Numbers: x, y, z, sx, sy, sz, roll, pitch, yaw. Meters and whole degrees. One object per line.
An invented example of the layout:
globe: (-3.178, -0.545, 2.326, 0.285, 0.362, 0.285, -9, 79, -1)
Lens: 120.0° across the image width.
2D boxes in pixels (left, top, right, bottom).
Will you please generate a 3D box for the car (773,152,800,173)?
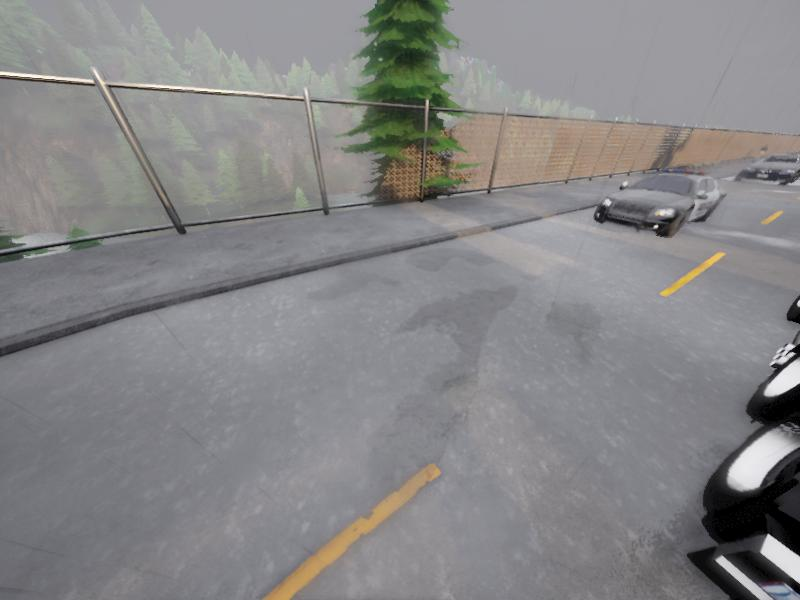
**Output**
car: (37.630, -12.841, 21.480, 4.792, 1.488, 2.163, -18, 39, -24)

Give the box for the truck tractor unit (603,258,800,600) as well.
truck tractor unit: (5.098, -0.314, 0.792, 6.516, 4.208, 3.053, -19, 39, -24)

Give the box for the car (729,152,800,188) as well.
car: (24.646, -8.629, 15.189, 5.027, 1.651, 2.152, -18, 39, -24)

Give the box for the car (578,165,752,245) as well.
car: (8.501, -3.284, 7.453, 4.974, 1.542, 2.038, -18, 39, -25)
